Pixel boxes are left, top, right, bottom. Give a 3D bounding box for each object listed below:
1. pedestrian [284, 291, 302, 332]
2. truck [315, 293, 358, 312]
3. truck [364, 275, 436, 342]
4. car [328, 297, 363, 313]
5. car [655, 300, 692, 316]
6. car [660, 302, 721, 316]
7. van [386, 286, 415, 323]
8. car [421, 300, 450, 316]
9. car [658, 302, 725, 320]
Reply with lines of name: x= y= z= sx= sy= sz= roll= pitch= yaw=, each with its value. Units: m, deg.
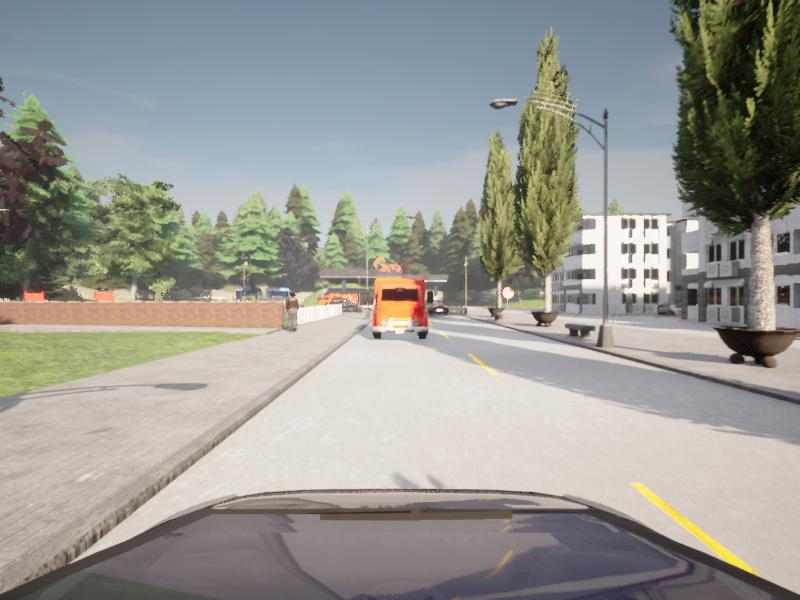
pedestrian: x=-4.970 y=0.532 z=18.583 sx=0.751 sy=1.860 sz=0.751 roll=0 pitch=0 yaw=-10
truck: x=-8.359 y=0.352 z=52.989 sx=5.204 sy=2.467 sz=2.627 roll=0 pitch=0 yaw=4
truck: x=0.004 y=0.369 z=17.413 sx=2.627 sy=2.467 sz=5.204 roll=0 pitch=-1 yaw=0
car: x=-6.569 y=0.643 z=48.668 sx=3.866 sy=1.878 sz=1.905 roll=0 pitch=0 yaw=9
car: x=27.910 y=0.769 z=40.912 sx=1.845 sy=1.501 sz=3.633 roll=0 pitch=0 yaw=11
car: x=27.523 y=0.856 z=38.141 sx=4.536 sy=1.218 sz=1.853 roll=0 pitch=0 yaw=30
van: x=0.058 y=0.322 z=29.959 sx=1.988 sy=2.561 sz=5.915 roll=0 pitch=0 yaw=1
car: x=3.588 y=0.822 z=41.472 sx=2.038 sy=1.542 sz=4.974 roll=0 pitch=0 yaw=-6
car: x=27.568 y=1.013 z=38.115 sx=4.974 sy=1.542 sz=2.038 roll=0 pitch=0 yaw=30
